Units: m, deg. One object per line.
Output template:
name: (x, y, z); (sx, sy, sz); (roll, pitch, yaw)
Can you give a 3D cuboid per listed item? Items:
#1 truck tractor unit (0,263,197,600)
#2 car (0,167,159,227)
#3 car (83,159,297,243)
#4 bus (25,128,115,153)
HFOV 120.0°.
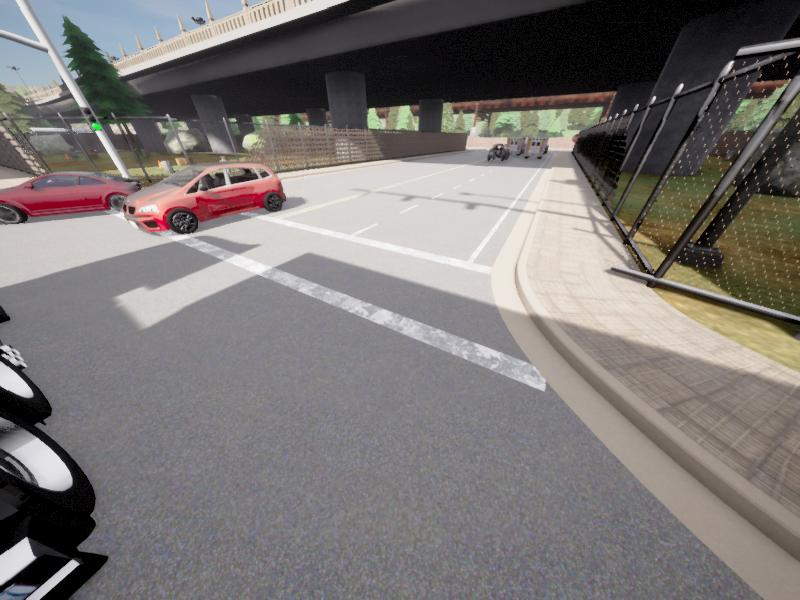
truck tractor unit: (-5.109, -0.304, 0.777); (6.516, 4.208, 3.053); (18, 39, 24)
car: (-12.103, -3.902, 8.456); (4.181, 1.385, 1.994); (-21, 40, -28)
car: (-6.378, -3.669, 7.857); (2.242, 1.667, 4.611); (18, 38, 24)
bus: (-73.070, -35.690, 51.658); (3.944, 4.253, 10.273); (18, 39, 24)
